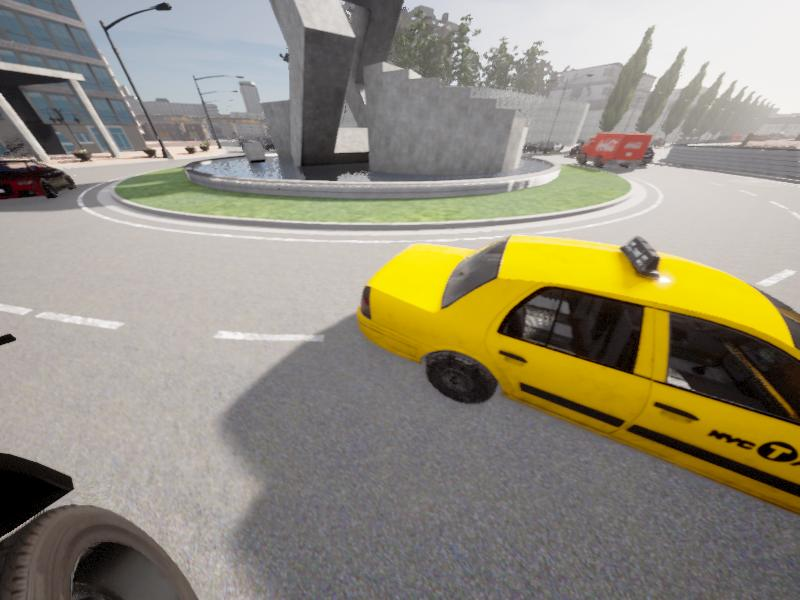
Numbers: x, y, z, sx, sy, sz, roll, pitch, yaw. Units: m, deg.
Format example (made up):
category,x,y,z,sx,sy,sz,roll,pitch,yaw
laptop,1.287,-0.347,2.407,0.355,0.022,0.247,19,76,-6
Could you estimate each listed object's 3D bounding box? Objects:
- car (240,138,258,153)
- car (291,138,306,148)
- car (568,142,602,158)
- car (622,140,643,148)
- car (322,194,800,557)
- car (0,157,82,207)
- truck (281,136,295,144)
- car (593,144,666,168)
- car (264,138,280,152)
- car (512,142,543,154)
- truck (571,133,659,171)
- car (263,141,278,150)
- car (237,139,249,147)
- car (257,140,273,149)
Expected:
category,x,y,z,sx,sy,sz,roll,pitch,yaw
car,-24.975,-25.638,38.264,1.905,1.878,3.866,-16,38,-22
car,-23.731,-36.805,53.994,1.905,1.878,3.866,-21,41,-27
car,25.512,-20.715,31.824,4.974,1.542,2.038,-26,43,-31
car,57.303,-38.607,56.978,5.366,1.575,1.801,-21,40,-27
car,2.125,0.308,2.090,5.366,1.575,1.801,17,39,22
car,-16.415,-5.207,9.974,1.994,1.385,4.181,-23,41,-29
truck,-36.184,-51.720,74.771,2.390,2.098,6.274,-20,40,-26
car,21.705,-13.968,22.223,2.033,1.649,4.856,0,36,-2
car,-22.396,-27.170,40.431,1.905,1.878,3.866,-16,39,-22
car,20.798,-24.783,37.607,4.674,1.442,1.812,-20,40,-25
truck,18.320,-13.118,20.296,2.627,2.467,5.204,2,36,2
car,-25.518,-30.342,45.400,1.895,1.301,4.718,-18,39,-24
car,-39.427,-39.434,57.983,1.837,1.490,4.892,-20,40,-26
car,-30.031,-34.674,51.401,2.033,1.411,5.357,-20,40,-26
